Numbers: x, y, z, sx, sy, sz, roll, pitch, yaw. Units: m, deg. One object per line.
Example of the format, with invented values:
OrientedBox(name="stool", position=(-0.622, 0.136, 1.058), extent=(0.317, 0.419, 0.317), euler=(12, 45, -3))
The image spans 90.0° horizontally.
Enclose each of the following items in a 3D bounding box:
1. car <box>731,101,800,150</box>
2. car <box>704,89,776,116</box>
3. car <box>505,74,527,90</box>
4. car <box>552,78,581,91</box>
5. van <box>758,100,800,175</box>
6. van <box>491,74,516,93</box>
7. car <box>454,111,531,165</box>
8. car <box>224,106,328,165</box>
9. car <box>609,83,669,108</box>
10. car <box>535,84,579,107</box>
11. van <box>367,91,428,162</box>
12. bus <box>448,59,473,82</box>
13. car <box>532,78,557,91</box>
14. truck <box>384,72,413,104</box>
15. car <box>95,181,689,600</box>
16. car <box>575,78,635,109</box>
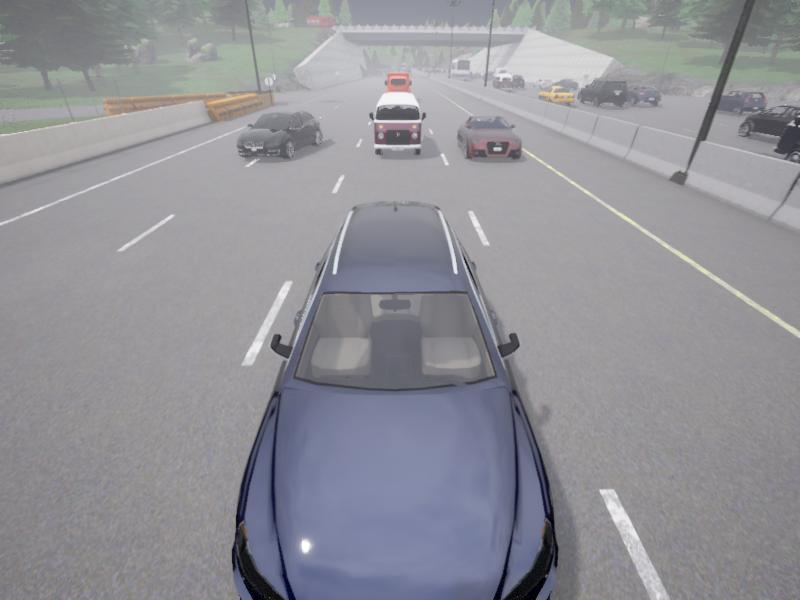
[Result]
OrientedBox(name="car", position=(17.412, -7.920, 17.989), extent=(1.789, 1.549, 3.705), euler=(0, 30, 0))
OrientedBox(name="car", position=(24.379, -14.276, 28.873), extent=(1.845, 1.501, 3.633), euler=(0, 30, 0))
OrientedBox(name="car", position=(17.282, -32.671, 59.948), extent=(1.932, 1.855, 4.605), euler=(0, 31, 0))
OrientedBox(name="car", position=(24.289, -31.529, 58.476), extent=(2.033, 1.411, 5.357), euler=(0, 30, 0))
OrientedBox(name="van", position=(13.930, -4.674, 11.961), extent=(2.069, 2.038, 4.480), euler=(0, 30, 0))
OrientedBox(name="van", position=(13.803, -29.198, 53.847), extent=(2.069, 2.038, 4.480), euler=(0, 30, 0))
OrientedBox(name="car", position=(3.419, -6.452, 15.658), extent=(1.994, 1.385, 4.181), euler=(0, 30, 0))
OrientedBox(name="car", position=(-4.651, -6.687, 15.930), extent=(1.837, 1.490, 4.892), euler=(6, 31, 9))
OrientedBox(name="car", position=(20.859, -18.062, 35.245), extent=(2.152, 1.651, 5.027), euler=(0, 30, 0))
OrientedBox(name="car", position=(13.858, -18.299, 35.687), extent=(1.801, 1.575, 5.366), euler=(0, 30, 0))
OrientedBox(name="van", position=(-0.082, -7.091, 16.074), extent=(2.069, 2.038, 4.480), euler=(0, 31, 0))
OrientedBox(name="bus", position=(13.563, -52.196, 90.931), extent=(3.944, 4.253, 10.273), euler=(0, 30, 0))
OrientedBox(name="car", position=(20.790, -31.073, 57.644), extent=(1.812, 1.442, 4.674), euler=(0, 31, 0))
OrientedBox(name="truck", position=(-0.151, -20.655, 38.823), extent=(2.627, 2.467, 5.204), euler=(0, 30, 0))
OrientedBox(name="car", position=(-0.041, 0.291, 3.882), extent=(2.033, 1.649, 4.856), euler=(0, 30, 0))
OrientedBox(name="car", position=(17.361, -17.761, 34.310), extent=(2.150, 2.045, 5.566), euler=(0, 30, 0))
